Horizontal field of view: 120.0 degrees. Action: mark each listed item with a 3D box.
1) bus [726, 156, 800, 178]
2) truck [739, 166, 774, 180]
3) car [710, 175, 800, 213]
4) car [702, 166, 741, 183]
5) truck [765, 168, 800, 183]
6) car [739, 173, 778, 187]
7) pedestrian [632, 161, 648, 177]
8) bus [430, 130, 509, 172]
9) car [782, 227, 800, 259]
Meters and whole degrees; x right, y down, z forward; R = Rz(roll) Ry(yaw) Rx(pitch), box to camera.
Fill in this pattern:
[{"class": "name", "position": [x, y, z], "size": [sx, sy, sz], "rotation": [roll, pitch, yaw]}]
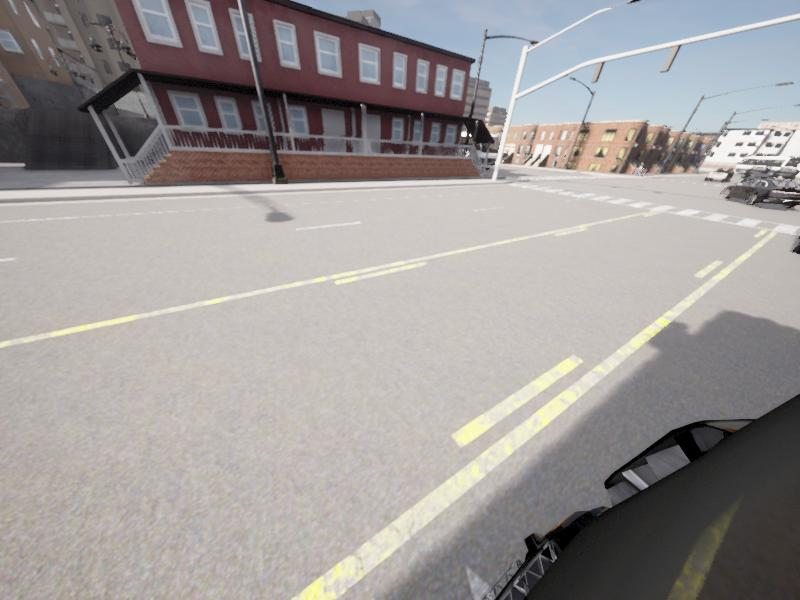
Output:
[{"class": "bus", "position": [93.598, -34.440, 59.569], "size": [3.944, 4.253, 10.273], "rotation": [4, 34, 2]}, {"class": "truck", "position": [69.258, -24.716, 44.902], "size": [6.274, 2.098, 2.390], "rotation": [-16, 38, -26]}, {"class": "car", "position": [24.019, -7.175, 15.350], "size": [2.128, 1.511, 4.902], "rotation": [18, 36, 21]}, {"class": "car", "position": [46.091, -18.012, 33.137], "size": [4.605, 1.855, 1.932], "rotation": [-16, 38, -26]}, {"class": "truck", "position": [68.491, -22.259, 41.133], "size": [6.274, 2.098, 2.390], "rotation": [-16, 38, -26]}, {"class": "car", "position": [47.668, -16.015, 30.711], "size": [4.181, 1.385, 1.994], "rotation": [-16, 38, -26]}, {"class": "pedestrian", "position": [33.782, -18.442, 32.500], "size": [0.751, 1.860, 0.751], "rotation": [-23, 41, -33]}, {"class": "bus", "position": [9.143, -20.954, 32.476], "size": [3.944, 4.253, 10.273], "rotation": [-16, 38, -26]}, {"class": "car", "position": [14.042, -2.046, 6.839], "size": [4.792, 1.488, 2.163], "rotation": [-17, 38, -27]}]
